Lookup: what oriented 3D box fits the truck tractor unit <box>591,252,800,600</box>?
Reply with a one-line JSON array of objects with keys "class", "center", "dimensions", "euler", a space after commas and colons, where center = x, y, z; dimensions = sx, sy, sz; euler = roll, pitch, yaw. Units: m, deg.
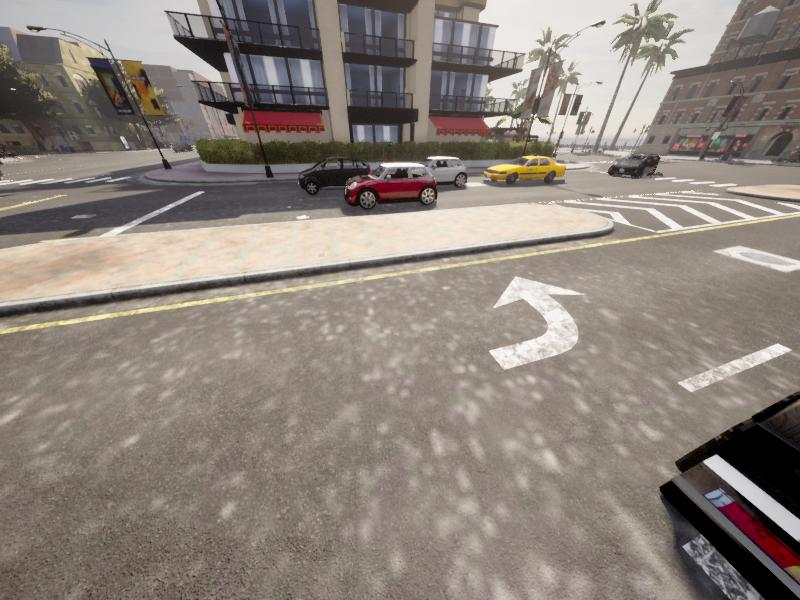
[{"class": "truck tractor unit", "center": [5.283, -0.073, 0.453], "dimensions": [6.516, 4.208, 3.053], "euler": [-10, 36, -14]}]

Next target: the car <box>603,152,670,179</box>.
[{"class": "car", "center": [18.399, -10.561, 17.964], "dimensions": [4.514, 1.525, 2.007], "euler": [-19, 39, -26]}]

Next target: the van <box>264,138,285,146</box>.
[{"class": "van", "center": [-45.856, -57.770, 84.520], "dimensions": [2.351, 2.431, 6.366], "euler": [19, 39, 25]}]

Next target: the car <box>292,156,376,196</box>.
[{"class": "car", "center": [-3.305, -6.441, 11.868], "dimensions": [3.705, 1.549, 1.789], "euler": [-10, 36, -14]}]

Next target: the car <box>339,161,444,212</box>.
[{"class": "car", "center": [-0.414, -4.821, 9.629], "dimensions": [3.806, 1.475, 1.970], "euler": [-10, 36, -14]}]

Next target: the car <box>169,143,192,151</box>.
[{"class": "car", "center": [-47.807, -33.461, 50.457], "dimensions": [1.812, 1.442, 4.674], "euler": [-10, 36, -15]}]

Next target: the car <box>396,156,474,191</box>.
[{"class": "car", "center": [1.880, -7.318, 13.232], "dimensions": [3.806, 1.475, 1.970], "euler": [-10, 36, -14]}]

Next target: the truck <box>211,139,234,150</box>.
[{"class": "truck", "center": [-42.506, -37.382, 55.551], "dimensions": [2.390, 2.098, 6.274], "euler": [-10, 36, -15]}]

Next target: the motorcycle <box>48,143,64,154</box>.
[{"class": "motorcycle", "center": [-57.957, -25.515, 38.885], "dimensions": [2.356, 1.277, 0.764], "euler": [28, 53, 34]}]

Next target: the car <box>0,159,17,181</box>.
[{"class": "car", "center": [-26.055, -7.620, 13.421], "dimensions": [1.845, 1.501, 3.633], "euler": [-10, 36, -15]}]

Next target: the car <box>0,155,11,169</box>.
[{"class": "car", "center": [-35.295, -10.979, 18.179], "dimensions": [2.038, 1.542, 4.974], "euler": [-10, 36, -15]}]

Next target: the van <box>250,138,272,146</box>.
[{"class": "van", "center": [-50.355, -57.273, 83.775], "dimensions": [2.351, 2.431, 6.366], "euler": [12, 36, 16]}]

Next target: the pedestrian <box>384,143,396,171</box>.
[{"class": "pedestrian", "center": [-0.806, -11.479, 18.544], "dimensions": [0.751, 1.860, 0.751], "euler": [-10, 36, -14]}]

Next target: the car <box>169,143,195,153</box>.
[{"class": "car", "center": [-41.798, -29.280, 44.444], "dimensions": [1.837, 1.490, 4.892], "euler": [-10, 36, -15]}]

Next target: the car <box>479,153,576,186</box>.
[{"class": "car", "center": [8.068, -8.448, 14.808], "dimensions": [5.366, 1.575, 1.801], "euler": [-10, 36, -14]}]

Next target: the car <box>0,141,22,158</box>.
[{"class": "car", "center": [-55.128, -20.220, 30.998], "dimensions": [3.866, 1.878, 1.905], "euler": [-8, 36, -12]}]
